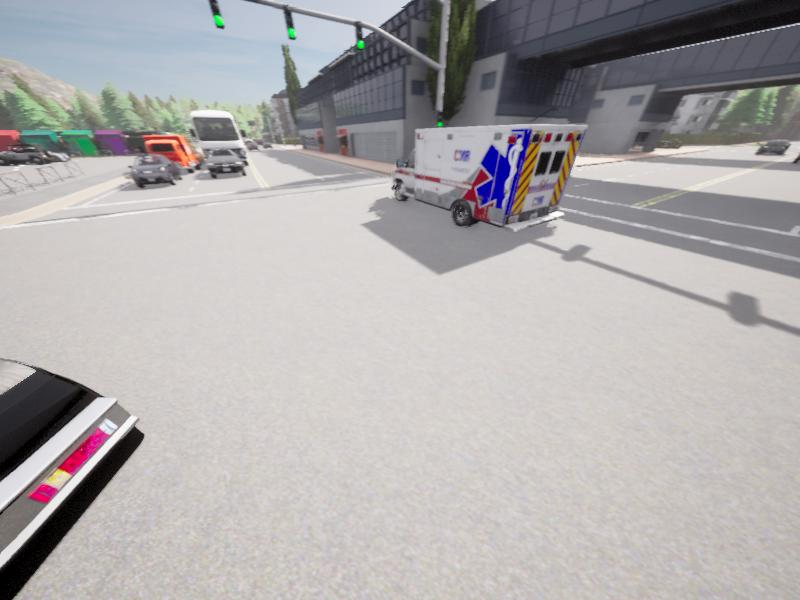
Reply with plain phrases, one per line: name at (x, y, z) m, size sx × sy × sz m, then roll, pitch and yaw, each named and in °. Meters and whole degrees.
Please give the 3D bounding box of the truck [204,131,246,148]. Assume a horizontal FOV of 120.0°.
truck at (-48.126, -44.325, 63.760) m, size 8.468 × 3.827 × 2.891 m, roll 3°, pitch 36°, yaw 6°

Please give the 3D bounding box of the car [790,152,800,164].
car at (36.452, -12.706, 20.026) m, size 4.181 × 1.385 × 1.994 m, roll -20°, pitch 40°, yaw -26°

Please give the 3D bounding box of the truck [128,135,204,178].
truck at (-17.971, -11.477, 18.229) m, size 2.627 × 2.467 × 5.204 m, roll -19°, pitch 39°, yaw -24°

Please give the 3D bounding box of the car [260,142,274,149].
car at (-32.484, -37.761, 56.363) m, size 2.033 × 1.411 × 5.357 m, roll -19°, pitch 39°, yaw -24°

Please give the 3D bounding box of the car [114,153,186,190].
car at (-14.519, -7.727, 13.708) m, size 1.845 × 1.501 × 3.633 m, roll -19°, pitch 39°, yaw -24°

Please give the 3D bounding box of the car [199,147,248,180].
car at (-13.008, -10.257, 17.164) m, size 2.152 × 1.651 × 5.027 m, roll -20°, pitch 40°, yaw -25°

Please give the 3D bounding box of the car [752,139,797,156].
car at (43.783, -17.833, 27.015) m, size 4.892 × 1.490 × 1.837 m, roll -20°, pitch 40°, yaw -25°

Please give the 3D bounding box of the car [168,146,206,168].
car at (-21.687, -14.824, 23.766) m, size 1.801 × 1.575 × 5.366 m, roll -19°, pitch 39°, yaw -24°

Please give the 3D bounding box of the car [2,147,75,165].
car at (-40.361, -16.242, 25.956) m, size 3.806 × 1.475 × 1.970 m, roll -20°, pitch 40°, yaw -25°

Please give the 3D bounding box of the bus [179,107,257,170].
bus at (-17.845, -16.268, 23.430) m, size 3.944 × 4.253 × 10.273 m, roll -19°, pitch 39°, yaw -24°

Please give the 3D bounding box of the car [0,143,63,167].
car at (-38.866, -15.013, 23.789) m, size 3.866 × 1.878 × 1.905 m, roll -20°, pitch 40°, yaw -25°

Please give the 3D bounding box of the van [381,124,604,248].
van at (1.986, -4.191, 7.690) m, size 2.351 × 2.431 × 6.366 m, roll -20°, pitch 40°, yaw -25°
